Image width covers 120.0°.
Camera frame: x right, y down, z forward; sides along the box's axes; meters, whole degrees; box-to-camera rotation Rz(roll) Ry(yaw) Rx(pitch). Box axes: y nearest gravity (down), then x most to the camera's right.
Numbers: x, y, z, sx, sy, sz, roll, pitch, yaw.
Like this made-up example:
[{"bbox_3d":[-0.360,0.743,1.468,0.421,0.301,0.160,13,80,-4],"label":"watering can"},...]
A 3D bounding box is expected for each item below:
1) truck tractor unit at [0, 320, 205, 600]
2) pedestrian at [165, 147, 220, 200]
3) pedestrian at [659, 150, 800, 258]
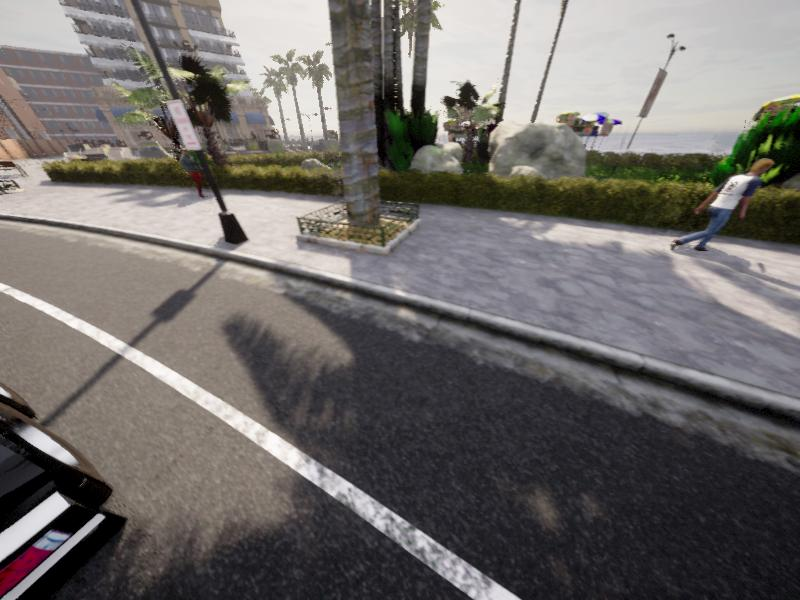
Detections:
[{"bbox_3d":[-5.215,-0.181,0.618,6.516,4.208,3.053,14,38,19],"label":"truck tractor unit"},{"bbox_3d":[-8.574,-5.268,9.626,0.751,1.860,0.751,10,37,15],"label":"pedestrian"},{"bbox_3d":[6.475,-1.883,4.620,0.751,1.860,0.751,8,36,12],"label":"pedestrian"}]
